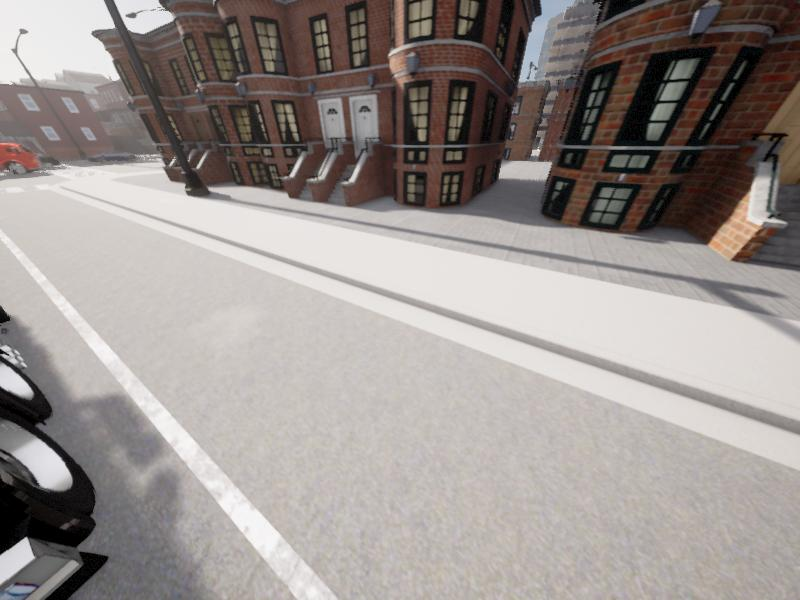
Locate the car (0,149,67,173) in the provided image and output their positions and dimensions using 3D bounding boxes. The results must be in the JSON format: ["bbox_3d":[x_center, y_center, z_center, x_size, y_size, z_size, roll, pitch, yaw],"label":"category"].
[{"bbox_3d":[-36.352,-13.122,21.734,1.930,1.638,5.238,13,37,19],"label":"car"}]

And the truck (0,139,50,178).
[{"bbox_3d":[-32.530,-10.986,17.905,5.204,2.467,2.627,-29,45,-35],"label":"truck"}]

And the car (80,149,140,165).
[{"bbox_3d":[-36.053,-17.923,28.866,1.994,1.385,4.181,20,40,26],"label":"car"}]

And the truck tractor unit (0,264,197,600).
[{"bbox_3d":[-5.110,-0.302,0.779,6.516,4.208,3.053,18,39,24],"label":"truck tractor unit"}]
